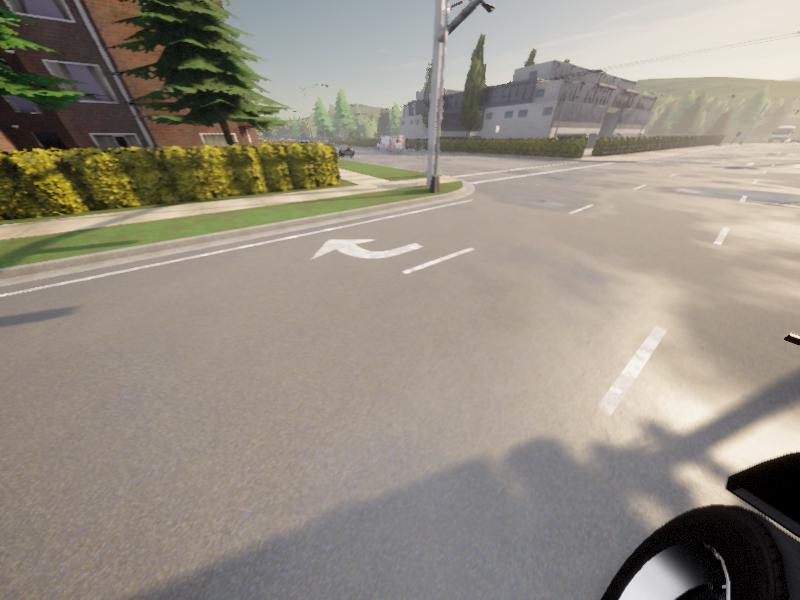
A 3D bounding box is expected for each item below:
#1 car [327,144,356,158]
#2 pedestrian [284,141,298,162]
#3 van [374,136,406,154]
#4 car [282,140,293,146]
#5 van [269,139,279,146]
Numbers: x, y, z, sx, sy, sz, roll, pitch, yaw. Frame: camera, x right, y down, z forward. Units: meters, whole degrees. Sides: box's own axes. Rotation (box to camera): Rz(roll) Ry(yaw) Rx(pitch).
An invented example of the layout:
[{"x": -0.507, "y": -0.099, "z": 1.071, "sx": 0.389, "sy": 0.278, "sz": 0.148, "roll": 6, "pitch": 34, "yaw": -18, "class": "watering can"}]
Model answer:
[{"x": -8.363, "y": -21.313, "z": 32.903, "sx": 2.038, "sy": 1.542, "sz": 4.974, "roll": -21, "pitch": 40, "yaw": -26, "class": "car"}, {"x": -11.716, "y": -16.008, "z": 24.824, "sx": 0.751, "sy": 1.860, "sz": 0.751, "roll": -21, "pitch": 40, "yaw": -26, "class": "pedestrian"}, {"x": -1.806, "y": -26.972, "z": 40.077, "sx": 2.351, "sy": 2.431, "sz": 6.366, "roll": -21, "pitch": 40, "yaw": -26, "class": "van"}, {"x": -40.982, "y": -57.075, "z": 83.985, "sx": 2.242, "sy": 1.667, "sz": 4.611, "roll": -21, "pitch": 40, "yaw": -26, "class": "car"}, {"x": -47.031, "y": -58.875, "z": 86.174, "sx": 2.069, "sy": 2.038, "sz": 4.480, "roll": -21, "pitch": 40, "yaw": -26, "class": "van"}]
